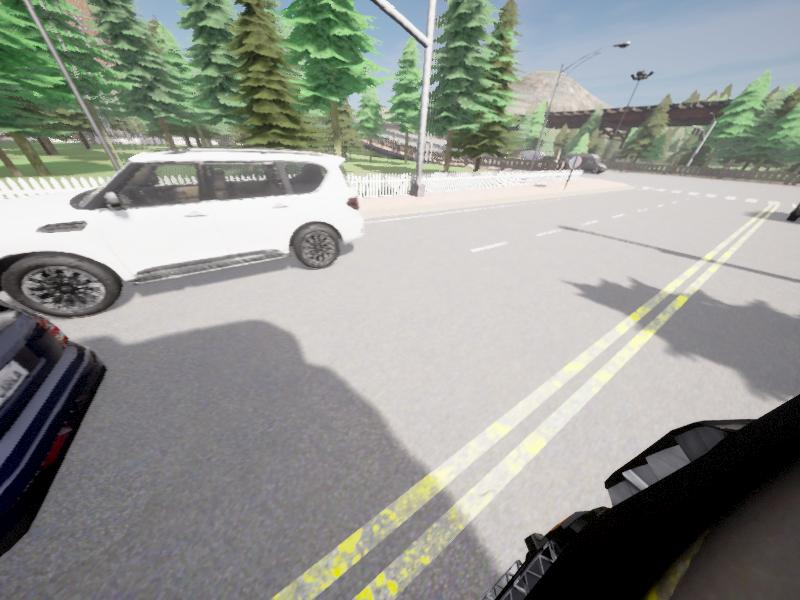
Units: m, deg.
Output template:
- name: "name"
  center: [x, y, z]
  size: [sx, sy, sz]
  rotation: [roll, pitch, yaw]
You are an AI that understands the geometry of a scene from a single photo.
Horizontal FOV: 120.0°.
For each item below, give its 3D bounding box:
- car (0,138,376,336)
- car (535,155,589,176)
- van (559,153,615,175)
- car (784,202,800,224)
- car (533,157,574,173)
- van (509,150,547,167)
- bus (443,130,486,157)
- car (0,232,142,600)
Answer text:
- name: "car"
  center: [-3.432, -1.584, 4.243]
  size: [5.566, 2.045, 2.150]
  rotation: [-18, 39, -28]
- name: "car"
  center: [22.710, -19.135, 32.778]
  size: [2.150, 2.045, 5.566]
  rotation: [-19, 39, -29]
- name: "van"
  center: [28.730, -21.115, 35.786]
  size: [1.988, 2.561, 5.915]
  rotation: [-19, 39, -29]
- name: "car"
  center: [20.906, -4.591, 10.908]
  size: [4.553, 1.767, 2.097]
  rotation: [-17, 39, -28]
- name: "car"
  center: [24.033, -21.382, 36.418]
  size: [1.932, 1.855, 4.605]
  rotation: [-19, 39, -29]
- name: "van"
  center: [26.731, -29.787, 48.514]
  size: [2.351, 2.431, 6.366]
  rotation: [-19, 42, -29]
- name: "bus"
  center: [16.373, -40.578, 59.726]
  size: [3.944, 4.253, 10.273]
  rotation: [-19, 46, -29]
- name: "car"
  center: [-3.919, 1.064, 0.655]
  size: [3.705, 1.549, 1.789]
  rotation: [-17, 39, -28]
